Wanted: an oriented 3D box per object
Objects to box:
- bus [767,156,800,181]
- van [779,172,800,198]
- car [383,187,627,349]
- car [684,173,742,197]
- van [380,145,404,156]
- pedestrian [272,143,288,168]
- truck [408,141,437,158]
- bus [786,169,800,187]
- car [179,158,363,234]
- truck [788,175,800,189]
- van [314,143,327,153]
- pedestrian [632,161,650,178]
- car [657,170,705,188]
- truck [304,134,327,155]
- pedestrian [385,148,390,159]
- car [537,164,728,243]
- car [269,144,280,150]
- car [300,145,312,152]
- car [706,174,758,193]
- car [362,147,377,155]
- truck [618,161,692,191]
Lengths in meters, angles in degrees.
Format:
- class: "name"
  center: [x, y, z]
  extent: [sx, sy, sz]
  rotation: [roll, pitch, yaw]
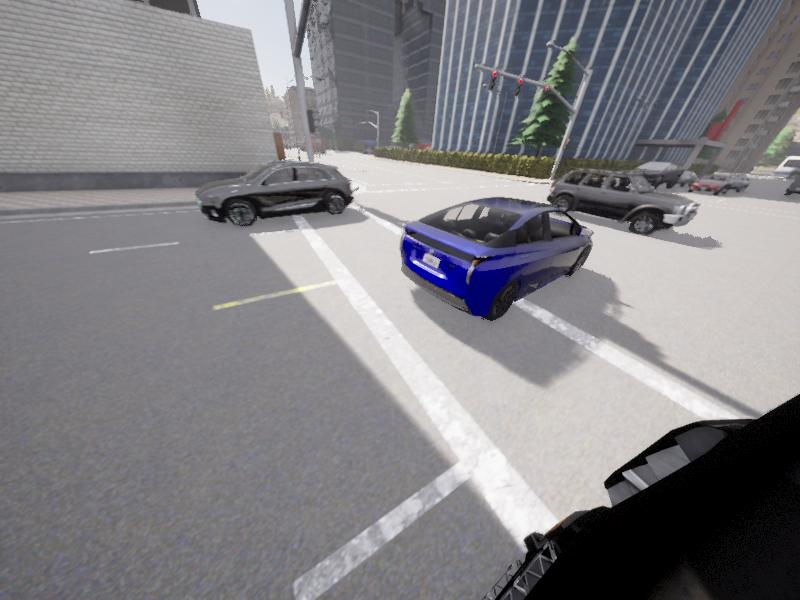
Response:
- class: "bus"
  center: [85.218, -26.389, 46.854]
  extent: [3.944, 4.253, 10.273]
  rotation: [-16, 38, -26]
- class: "van"
  center: [37.835, -10.475, 20.507]
  extent: [5.915, 2.561, 1.988]
  rotation: [-9, 35, -17]
- class: "car"
  center: [2.119, -1.129, 4.490]
  extent: [4.514, 1.525, 2.007]
  rotation: [-21, 40, -32]
- class: "car"
  center: [26.694, -9.881, 19.687]
  extent: [4.193, 1.474, 1.816]
  rotation: [-16, 38, -26]
- class: "van"
  center: [-2.195, -42.603, 66.000]
  extent: [6.366, 2.431, 2.351]
  rotation: [-16, 38, -26]
- class: "pedestrian"
  center: [-10.847, -13.051, 20.908]
  extent: [0.751, 1.860, 0.751]
  rotation: [-19, 39, -29]
- class: "truck"
  center: [6.863, -45.768, 70.249]
  extent: [8.468, 3.827, 2.891]
  rotation: [-16, 38, -26]
- class: "bus"
  center: [61.122, -18.524, 32.964]
  extent: [10.273, 4.253, 3.944]
  rotation: [-16, 38, -26]
- class: "car"
  center: [-3.912, -3.733, 7.818]
  extent: [4.856, 1.649, 2.033]
  rotation: [-22, 42, -33]
- class: "truck"
  center: [52.831, -15.391, 29.186]
  extent: [5.204, 2.467, 2.627]
  rotation: [-16, 38, -26]
- class: "van"
  center: [-21.988, -42.074, 63.999]
  extent: [2.069, 2.038, 4.480]
  rotation: [-16, 38, -26]
- class: "pedestrian"
  center: [32.244, -17.482, 30.935]
  extent: [0.751, 1.860, 0.751]
  rotation: [-15, 37, -25]
- class: "car"
  center: [30.208, -13.082, 24.828]
  extent: [4.674, 1.442, 1.812]
  rotation: [-16, 38, -26]
- class: "truck"
  center: [-20.385, -37.402, 55.446]
  extent: [2.891, 3.827, 8.468]
  rotation: [-16, 38, -26]
- class: "pedestrian"
  center: [-2.379, -27.927, 44.042]
  extent: [0.751, 1.860, 0.751]
  rotation: [-16, 38, -26]
- class: "car"
  center: [8.418, -4.031, 9.071]
  extent: [1.932, 1.855, 4.605]
  rotation: [-16, 39, -26]
- class: "car"
  center: [-36.345, -44.483, 67.056]
  extent: [2.033, 1.411, 5.357]
  rotation: [-16, 38, -26]
- class: "car"
  center: [-26.264, -42.189, 64.399]
  extent: [2.033, 1.411, 5.357]
  rotation: [-16, 38, -26]
- class: "car"
  center: [32.752, -11.542, 22.774]
  extent: [4.181, 1.385, 1.994]
  rotation: [-16, 38, -27]
- class: "car"
  center: [-8.676, -42.745, 66.223]
  extent: [3.866, 1.878, 1.905]
  rotation: [-16, 38, -26]
- class: "truck"
  center: [23.410, -11.446, 21.221]
  extent: [6.274, 2.098, 2.390]
  rotation: [-16, 38, -26]
